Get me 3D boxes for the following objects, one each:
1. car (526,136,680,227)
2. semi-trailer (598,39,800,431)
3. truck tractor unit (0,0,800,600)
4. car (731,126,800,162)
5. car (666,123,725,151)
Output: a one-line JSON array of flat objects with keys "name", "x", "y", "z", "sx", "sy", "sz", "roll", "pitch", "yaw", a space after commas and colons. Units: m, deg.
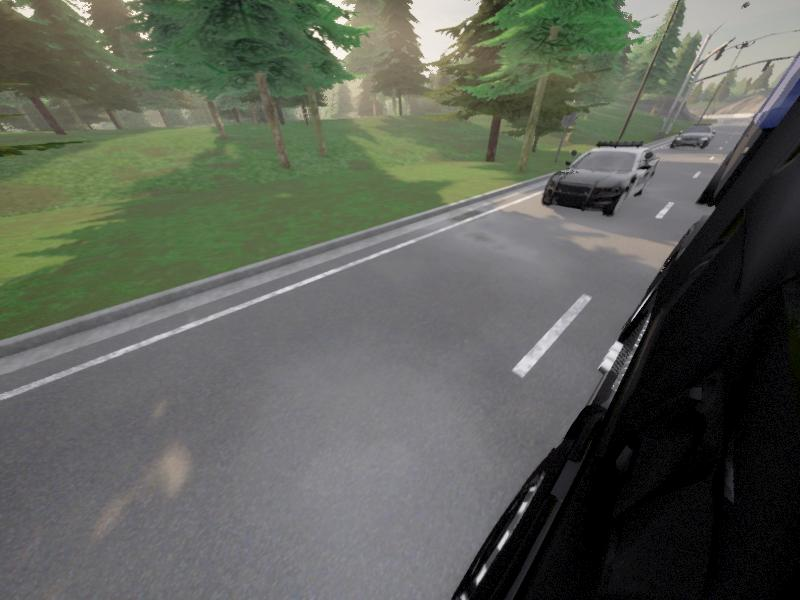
[{"name": "car", "x": 6.421, "y": -3.979, "z": 7.225, "sx": 5.238, "sy": 1.638, "sz": 1.930, "roll": -28, "pitch": 43, "yaw": -30}, {"name": "semi-trailer", "x": 8.690, "y": -3.605, "z": 4.245, "sx": 14.254, "sy": 4.402, "sz": 2.717, "roll": -28, "pitch": 44, "yaw": -30}, {"name": "truck tractor unit", "x": 2.645, "y": -0.295, "z": 0.351, "sx": 6.516, "sy": 4.208, "sz": 3.053, "roll": -28, "pitch": 44, "yaw": -30}, {"name": "car", "x": 21.132, "y": -8.977, "z": 13.219, "sx": 4.181, "sy": 1.385, "sz": 1.994, "roll": -28, "pitch": 43, "yaw": -30}, {"name": "car", "x": 23.530, "y": -13.047, "z": 18.405, "sx": 4.974, "sy": 1.542, "sz": 2.038, "roll": -28, "pitch": 43, "yaw": -30}]
